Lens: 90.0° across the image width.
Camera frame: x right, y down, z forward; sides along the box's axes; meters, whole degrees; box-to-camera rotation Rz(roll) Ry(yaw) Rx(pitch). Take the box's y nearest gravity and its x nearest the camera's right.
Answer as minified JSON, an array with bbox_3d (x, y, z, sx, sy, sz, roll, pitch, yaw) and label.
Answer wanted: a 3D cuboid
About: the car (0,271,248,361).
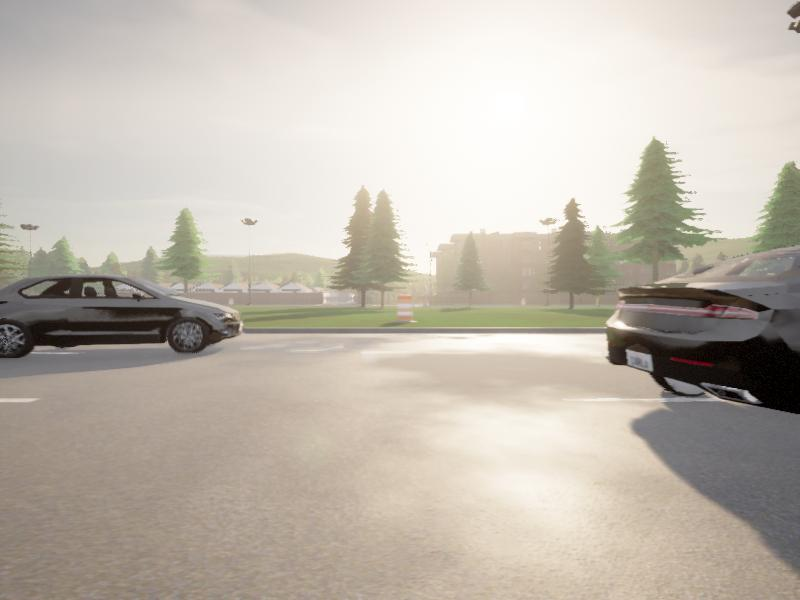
[{"bbox_3d":[-5.288,0.256,7.722,4.193,1.474,1.816,0,0,-12],"label":"car"}]

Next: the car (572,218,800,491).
[{"bbox_3d":[4.382,0.237,3.426,4.902,1.511,2.128,-1,2,-4],"label":"car"}]

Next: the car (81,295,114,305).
[{"bbox_3d":[-56.272,0.071,74.429,4.605,1.855,1.932,0,0,0],"label":"car"}]
